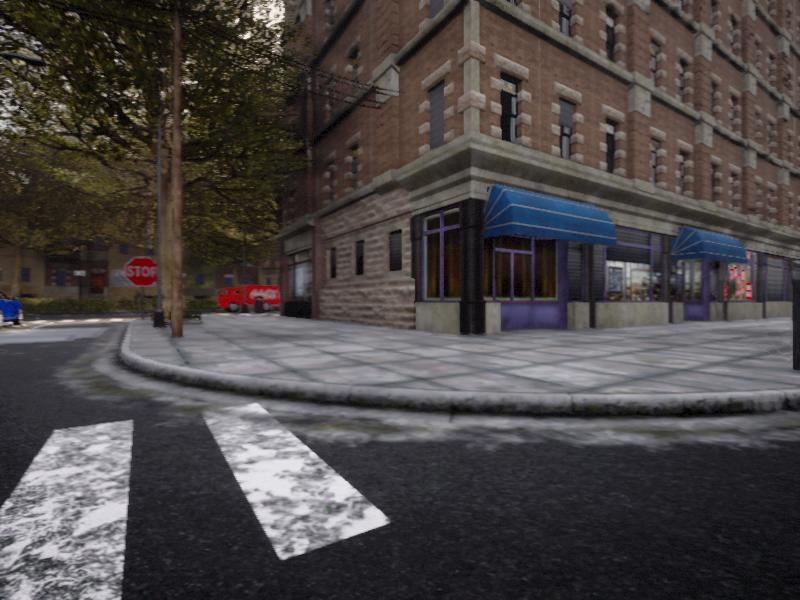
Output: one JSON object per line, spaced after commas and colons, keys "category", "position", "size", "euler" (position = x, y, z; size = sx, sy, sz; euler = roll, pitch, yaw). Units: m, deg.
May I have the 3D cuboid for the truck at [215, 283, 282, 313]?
{"category": "truck", "position": [-13.536, -0.116, 35.791], "size": [5.204, 2.467, 2.627], "euler": [1, -1, -32]}

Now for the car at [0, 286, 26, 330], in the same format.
{"category": "car", "position": [-15.738, 0.276, 14.869], "size": [1.882, 1.535, 5.008], "euler": [0, 0, -34]}
